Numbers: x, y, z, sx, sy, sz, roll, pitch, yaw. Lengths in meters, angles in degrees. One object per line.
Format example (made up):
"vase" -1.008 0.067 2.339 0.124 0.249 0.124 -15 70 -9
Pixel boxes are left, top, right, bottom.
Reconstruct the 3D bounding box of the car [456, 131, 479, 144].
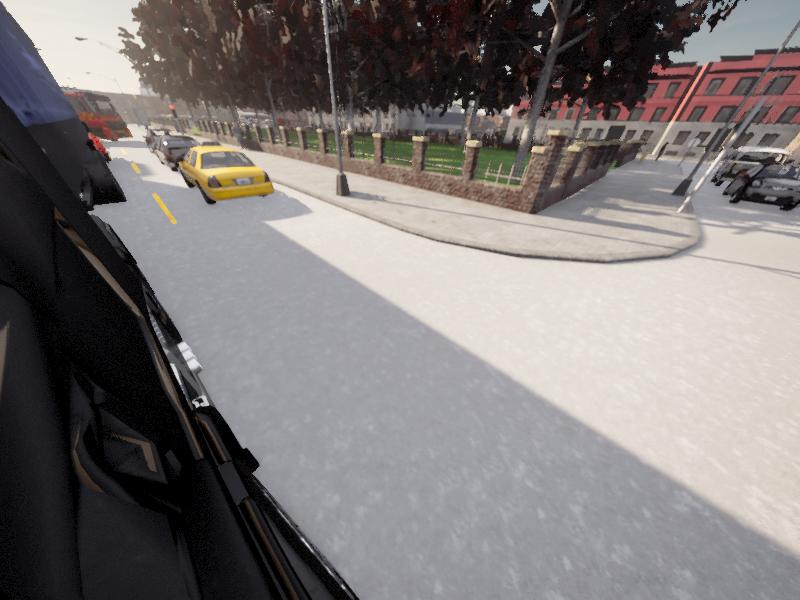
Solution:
"car" 13.930 -33.642 47.786 3.866 1.878 1.905 32 46 33

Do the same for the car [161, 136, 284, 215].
"car" -6.299 -4.570 8.026 5.366 1.575 1.801 32 46 33

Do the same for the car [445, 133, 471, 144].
"car" 11.334 -31.738 45.389 4.514 1.525 2.007 32 46 33

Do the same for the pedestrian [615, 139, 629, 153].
"pedestrian" 35.720 -24.812 37.188 0.751 1.860 0.751 25 42 27

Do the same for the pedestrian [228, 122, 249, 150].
"pedestrian" -13.617 -13.846 19.486 0.751 1.860 0.751 31 45 33

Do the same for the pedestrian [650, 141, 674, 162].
"pedestrian" 29.117 -16.491 25.685 0.751 1.860 0.751 -12 39 -19

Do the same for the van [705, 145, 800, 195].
"van" 20.498 -7.802 13.625 2.069 2.038 4.480 32 46 33

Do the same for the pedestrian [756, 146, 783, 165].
"pedestrian" 45.587 -17.860 28.539 0.751 1.860 0.751 28 44 30

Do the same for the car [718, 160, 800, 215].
"car" 16.147 -5.066 10.132 1.845 1.501 3.633 32 46 33

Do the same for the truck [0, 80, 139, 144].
"truck" -29.335 -15.715 19.570 8.468 3.827 2.891 -5 37 -10

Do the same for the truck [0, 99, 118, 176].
"truck" -16.230 -7.785 10.927 5.204 2.467 2.627 33 46 32

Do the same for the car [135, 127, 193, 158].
"car" -16.187 -10.849 15.820 3.633 1.501 1.845 30 45 32

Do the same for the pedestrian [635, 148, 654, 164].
"pedestrian" 24.525 -14.481 23.185 0.751 1.300 0.751 31 45 33

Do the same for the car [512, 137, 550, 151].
"car" 21.285 -25.587 37.839 4.892 1.490 1.837 31 45 32

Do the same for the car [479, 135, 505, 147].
"car" 16.475 -28.579 41.477 3.705 1.549 1.789 32 46 33

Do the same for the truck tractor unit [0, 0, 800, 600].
"truck tractor unit" -2.645 -0.295 0.351 6.516 4.208 3.053 28 44 30

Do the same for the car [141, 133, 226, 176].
"car" -11.472 -7.791 12.151 5.357 1.411 2.033 31 45 32

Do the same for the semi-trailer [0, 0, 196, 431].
"semi-trailer" -8.433 -3.776 4.467 14.254 4.402 2.717 31 45 32

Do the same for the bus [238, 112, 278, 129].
"bus" -49.635 -62.914 81.225 3.944 4.253 10.273 32 46 33

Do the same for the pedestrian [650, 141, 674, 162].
"pedestrian" 28.676 -16.238 25.320 0.751 1.860 0.751 -15 41 -23

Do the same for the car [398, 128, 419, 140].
"car" 1.912 -37.697 52.440 4.605 1.855 1.932 33 46 32

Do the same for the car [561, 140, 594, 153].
"car" 28.317 -24.588 36.918 3.633 1.501 1.845 32 46 33
